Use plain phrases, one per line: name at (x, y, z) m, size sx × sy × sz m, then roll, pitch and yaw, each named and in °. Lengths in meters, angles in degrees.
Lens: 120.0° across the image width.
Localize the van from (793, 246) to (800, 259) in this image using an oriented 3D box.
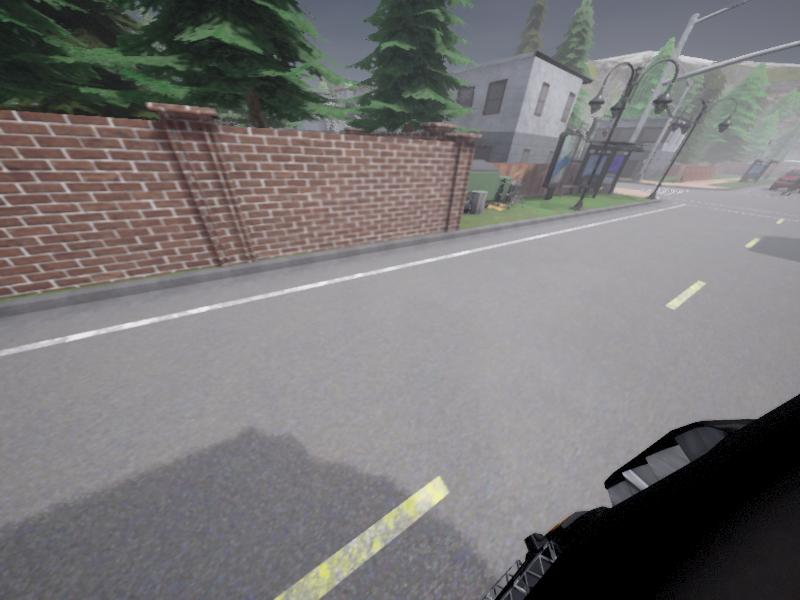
van at (13.778, -2.158, 6.497) m, size 4.442 × 1.987 × 1.775 m, roll -16°, pitch 38°, yaw -26°

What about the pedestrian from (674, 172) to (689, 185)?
pedestrian at (28.728, -12.442, 23.569) m, size 0.500 × 1.100 × 0.500 m, roll -20°, pitch 40°, yaw -31°

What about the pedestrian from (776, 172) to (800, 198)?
pedestrian at (33.092, -9.626, 19.309) m, size 0.751 × 1.860 × 0.751 m, roll -11°, pitch 36°, yaw -20°

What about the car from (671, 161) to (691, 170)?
car at (77.163, -36.884, 63.429) m, size 4.605 × 1.855 × 1.932 m, roll -17°, pitch 39°, yaw -27°

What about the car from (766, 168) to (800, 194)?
car at (41.645, -12.570, 24.288) m, size 5.566 × 2.045 × 2.150 m, roll -16°, pitch 38°, yaw -26°

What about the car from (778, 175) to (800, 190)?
car at (48.503, -14.294, 28.037) m, size 4.181 × 1.385 × 1.994 m, roll -16°, pitch 38°, yaw -26°
